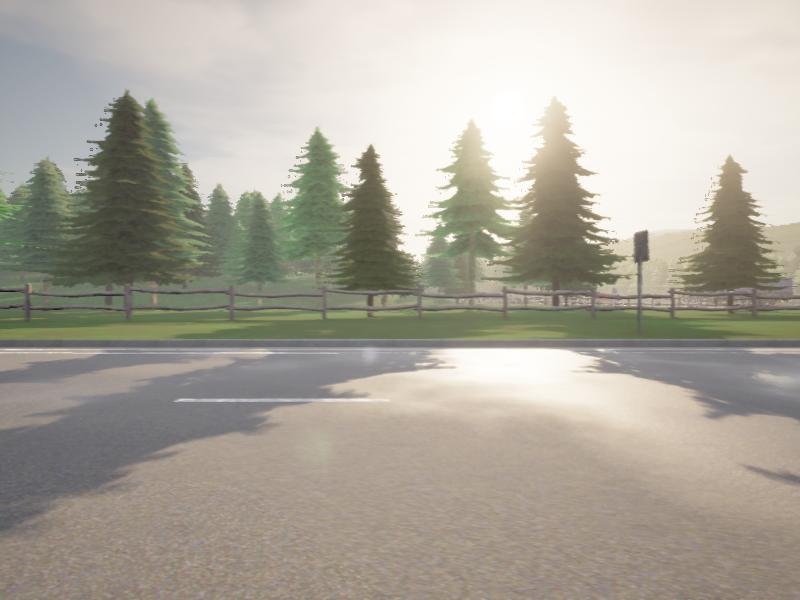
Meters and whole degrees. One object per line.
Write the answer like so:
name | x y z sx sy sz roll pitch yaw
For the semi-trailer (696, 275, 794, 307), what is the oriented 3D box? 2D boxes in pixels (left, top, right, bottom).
semi-trailer | 51.924 -1.224 61.188 2.717 4.402 14.254 0 0 0
